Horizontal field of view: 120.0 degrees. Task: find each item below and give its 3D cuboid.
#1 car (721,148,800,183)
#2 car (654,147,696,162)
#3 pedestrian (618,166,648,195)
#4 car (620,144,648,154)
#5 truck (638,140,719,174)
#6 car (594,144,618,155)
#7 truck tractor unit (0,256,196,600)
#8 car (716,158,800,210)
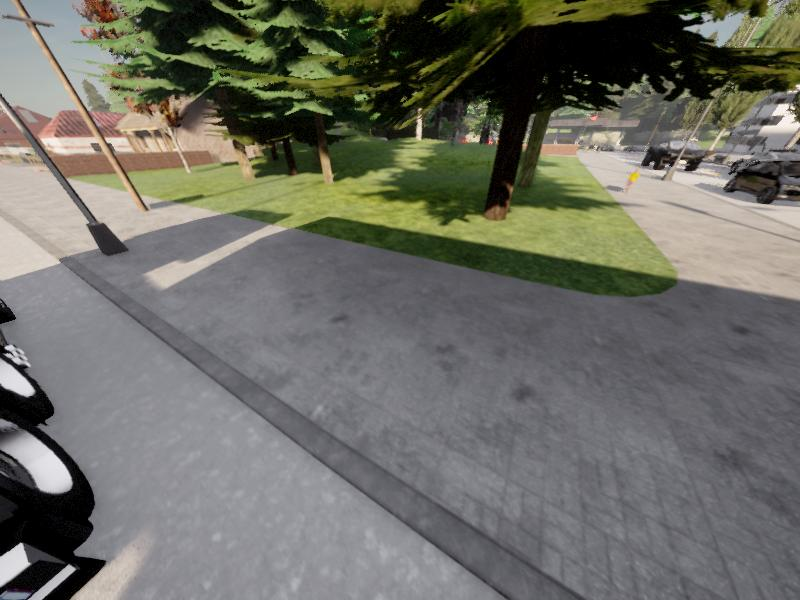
[{"bbox_3d":[24.849,-9.147,15.494,1.930,1.638,5.238,18,39,24],"label":"car"},{"bbox_3d":[33.789,-18.086,28.563,1.895,1.301,4.718,18,39,24],"label":"car"},{"bbox_3d":[10.660,-5.480,10.599,0.500,1.100,0.500,-27,43,-33],"label":"pedestrian"},{"bbox_3d":[44.109,-28.657,43.673,2.033,1.411,5.357,14,37,20],"label":"car"},{"bbox_3d":[23.309,-12.436,19.830,2.390,2.098,6.274,18,39,24],"label":"truck"},{"bbox_3d":[41.745,-30.676,46.932,2.152,1.651,5.027,14,37,20],"label":"car"},{"bbox_3d":[-5.101,-0.310,0.799,6.516,4.208,3.053,19,39,25],"label":"truck tractor unit"},{"bbox_3d":[16.285,-5.035,9.806,1.816,1.474,4.193,18,39,24],"label":"car"}]
